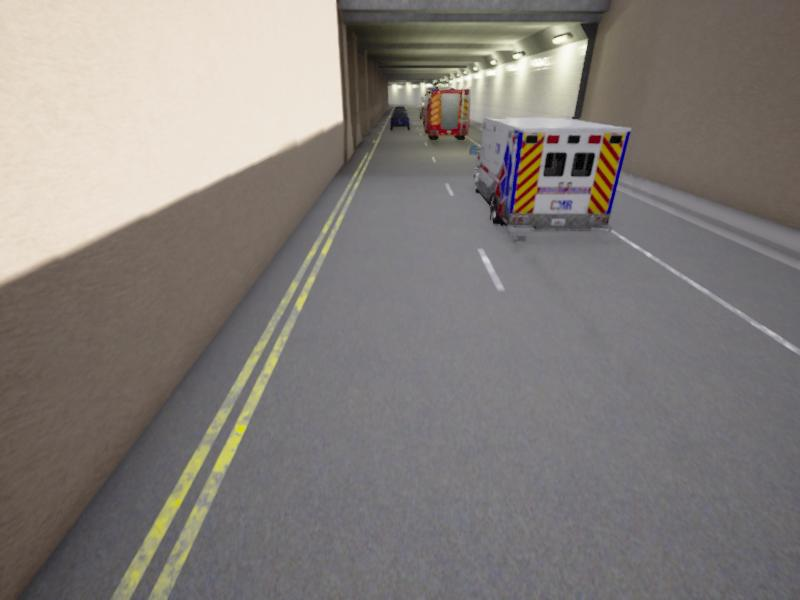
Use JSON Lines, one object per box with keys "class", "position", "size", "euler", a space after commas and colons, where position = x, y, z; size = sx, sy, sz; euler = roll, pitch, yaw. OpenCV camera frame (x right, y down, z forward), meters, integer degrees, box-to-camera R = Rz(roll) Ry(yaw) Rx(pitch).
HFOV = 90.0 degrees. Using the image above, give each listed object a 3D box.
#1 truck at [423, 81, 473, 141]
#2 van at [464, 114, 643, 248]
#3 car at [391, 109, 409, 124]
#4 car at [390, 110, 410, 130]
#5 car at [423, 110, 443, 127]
{"class": "truck", "position": [3.518, -15.060, 31.721], "size": [2.891, 3.827, 8.468], "euler": [0, 27, 0]}
{"class": "van", "position": [3.509, -3.676, 11.110], "size": [2.351, 2.431, 6.366], "euler": [0, 27, 0]}
{"class": "car", "position": [0.019, -22.230, 48.317], "size": [2.033, 1.411, 5.357], "euler": [0, 27, 0]}
{"class": "car", "position": [0.014, -18.065, 40.060], "size": [1.882, 1.535, 5.008], "euler": [0, 27, 0]}
{"class": "car", "position": [3.516, -19.983, 43.902], "size": [1.812, 1.442, 4.674], "euler": [0, 27, 0]}
